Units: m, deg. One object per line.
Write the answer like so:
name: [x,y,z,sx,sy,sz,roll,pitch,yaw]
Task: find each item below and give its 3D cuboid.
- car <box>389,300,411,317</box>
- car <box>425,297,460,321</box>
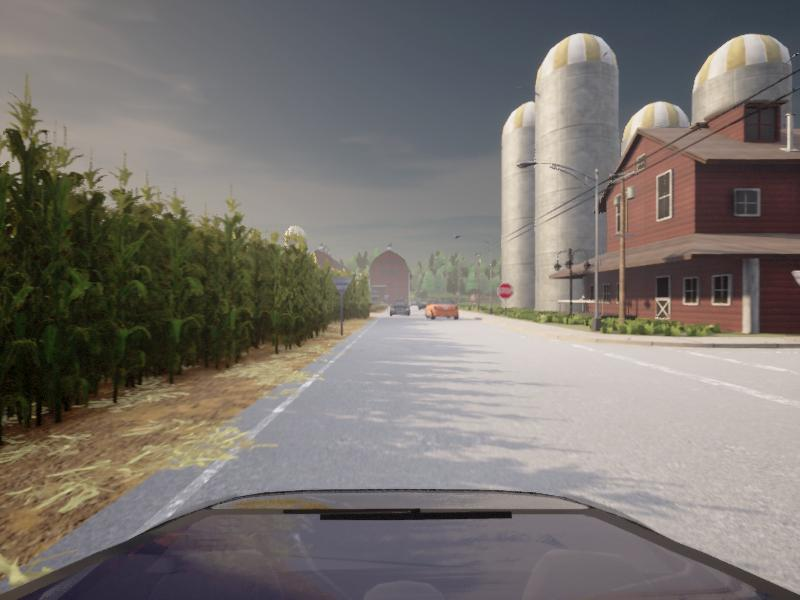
car: [0.002,0.808,39.724,2.038,1.542,4.974,0,0,0]
car: [3.385,0.683,32.748,2.097,1.767,4.553,0,0,-3]
